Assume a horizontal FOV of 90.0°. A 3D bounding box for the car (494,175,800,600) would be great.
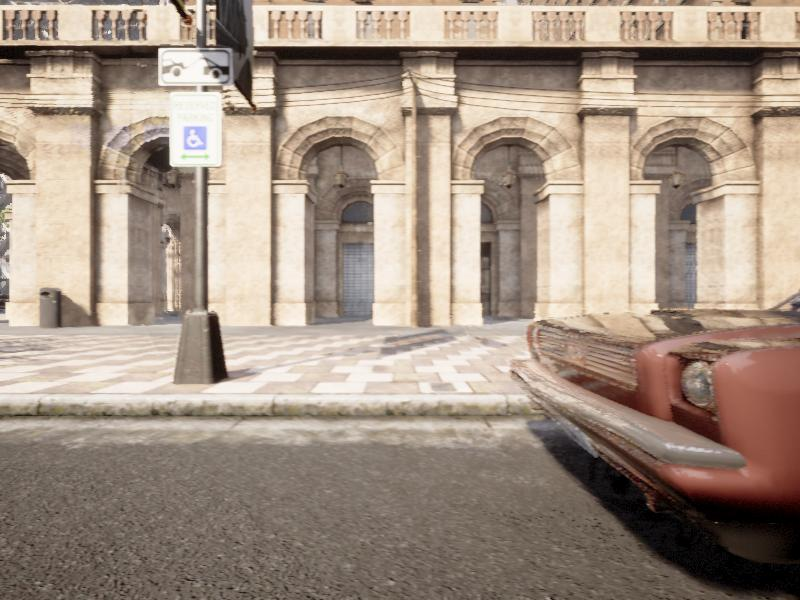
[{"bbox_3d":[3.044,0.339,1.951,4.718,1.301,1.895,0,0,0],"label":"car"}]
